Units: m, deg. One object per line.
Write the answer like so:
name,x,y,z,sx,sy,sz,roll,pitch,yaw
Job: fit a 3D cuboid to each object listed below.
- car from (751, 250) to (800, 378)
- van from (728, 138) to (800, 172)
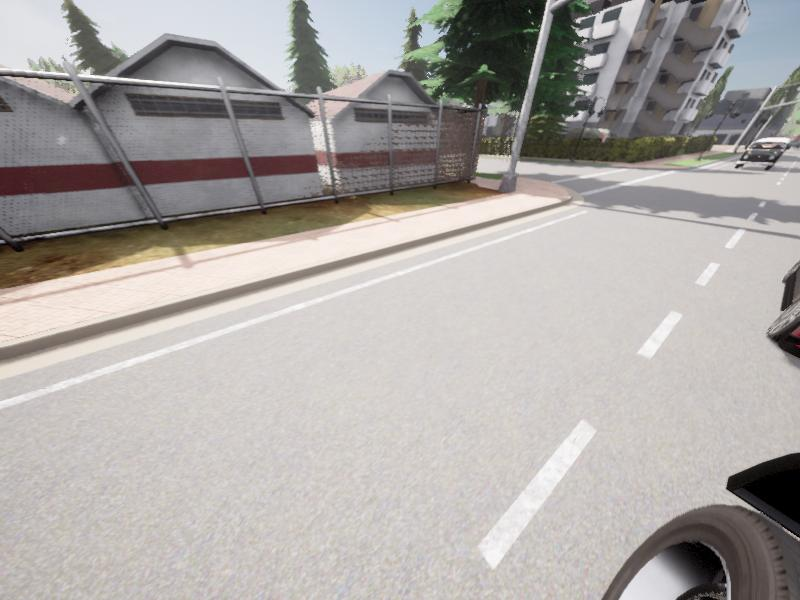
car,6.454,-0.042,2.636,3.806,1.475,1.970,-22,41,-27
van,28.741,-11.541,18.270,4.480,2.038,2.069,-22,41,-27
